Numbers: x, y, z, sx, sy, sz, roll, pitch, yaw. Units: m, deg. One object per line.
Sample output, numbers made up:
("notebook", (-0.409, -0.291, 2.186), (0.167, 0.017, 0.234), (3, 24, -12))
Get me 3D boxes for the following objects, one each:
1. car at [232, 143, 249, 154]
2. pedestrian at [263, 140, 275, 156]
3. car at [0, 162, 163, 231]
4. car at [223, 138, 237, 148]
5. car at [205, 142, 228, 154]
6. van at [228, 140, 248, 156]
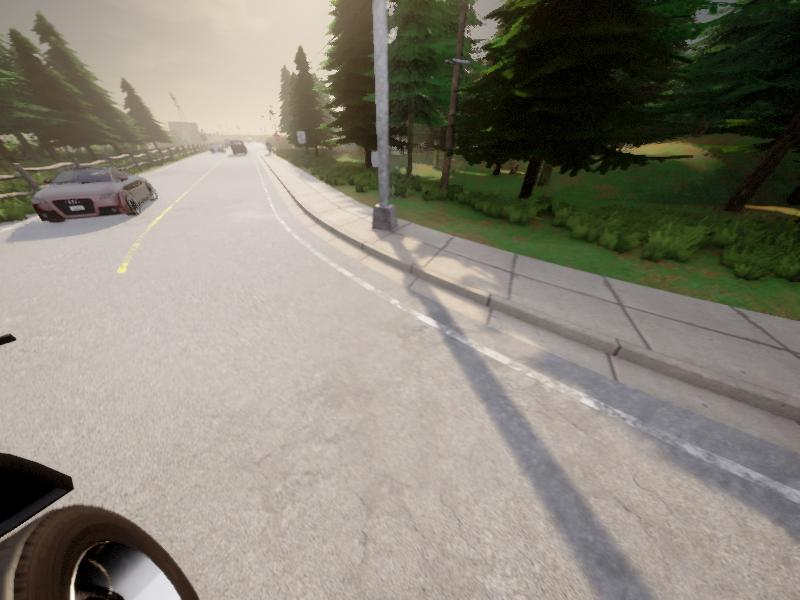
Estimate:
("car", (-27.901, -26.680, 40.565), (1.837, 1.490, 4.892), (-15, 38, -21))
("pedestrian", (-18.887, -21.958, 33.308), (0.751, 1.860, 0.751), (-2, 35, -3))
("car", (-10.530, -3.861, 8.133), (1.994, 1.385, 4.181), (-18, 39, -24))
("car", (-43.952, -40.593, 59.819), (2.150, 2.045, 5.566), (-16, 38, -22))
("car", (-31.007, -25.750, 39.143), (2.128, 1.511, 4.902), (-16, 38, -22))
("van", (-25.066, -23.696, 35.887), (1.775, 1.987, 4.442), (-16, 38, -23))
